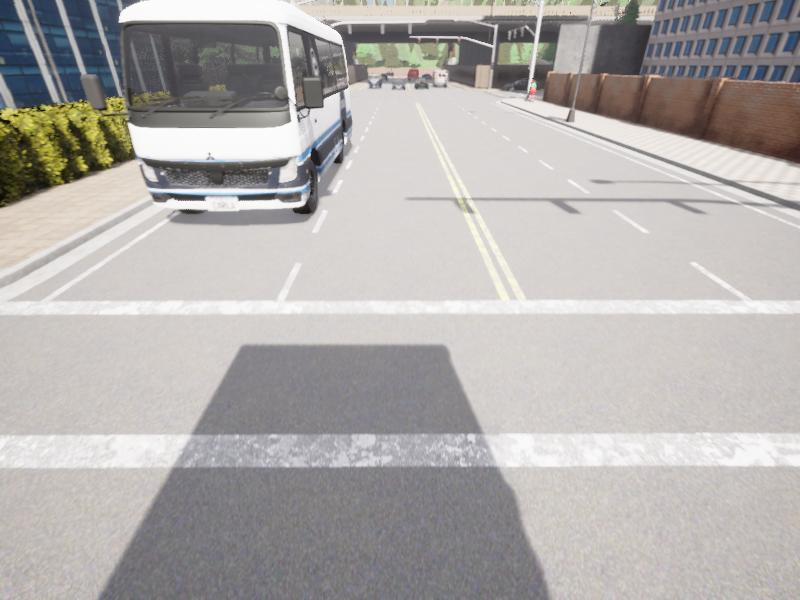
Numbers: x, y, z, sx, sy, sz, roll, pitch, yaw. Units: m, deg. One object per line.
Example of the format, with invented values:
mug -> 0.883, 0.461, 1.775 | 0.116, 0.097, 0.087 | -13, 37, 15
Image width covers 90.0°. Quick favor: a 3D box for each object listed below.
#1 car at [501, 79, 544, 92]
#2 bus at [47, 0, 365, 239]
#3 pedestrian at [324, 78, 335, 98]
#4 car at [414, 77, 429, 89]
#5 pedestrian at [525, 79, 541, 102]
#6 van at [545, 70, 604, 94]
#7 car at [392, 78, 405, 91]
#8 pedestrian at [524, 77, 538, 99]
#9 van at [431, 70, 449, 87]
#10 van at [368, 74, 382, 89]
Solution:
car -> 16.064, -28.210, 52.649 | 4.892, 1.490, 1.837 | 0, 30, 0
bus -> -3.437, -5.657, 11.458 | 3.944, 4.253, 10.273 | 0, 30, 0
pedestrian -> -7.548, -22.605, 42.712 | 0.751, 1.860, 0.751 | 12, 32, 19
car -> 3.316, -33.639, 61.943 | 2.038, 1.542, 4.974 | 0, 30, 0
pedestrian -> 12.045, -18.981, 36.269 | 0.751, 1.860, 0.751 | -7, 31, -11
van -> 21.453, -26.897, 49.357 | 5.915, 2.561, 1.988 | 0, 30, 0
car -> -0.173, -30.874, 57.355 | 1.812, 1.442, 4.674 | 0, 30, 0
pedestrian -> 13.031, -21.102, 39.787 | 0.751, 1.860, 0.751 | -5, 31, -8
van -> 6.801, -37.808, 68.236 | 2.351, 2.431, 6.366 | 0, 30, 0
van -> -3.796, -33.785, 61.795 | 1.775, 1.987, 4.442 | 1, 30, 2
